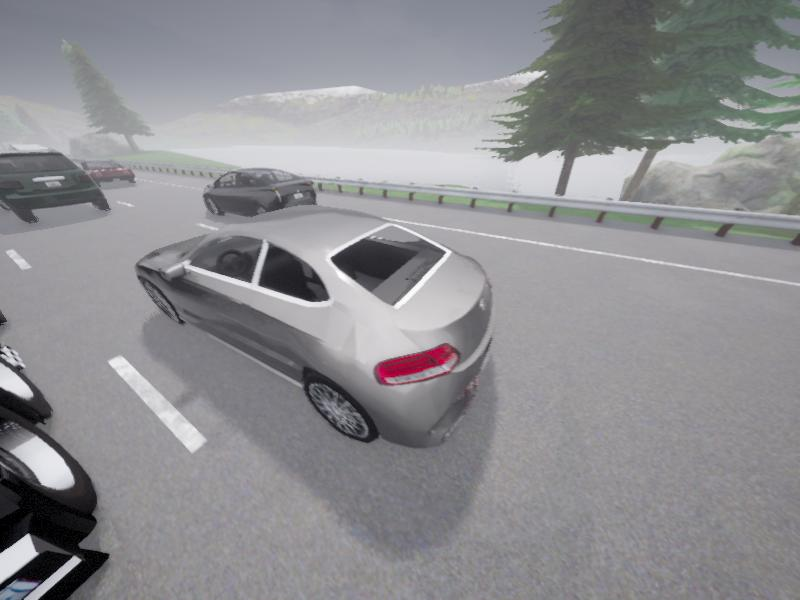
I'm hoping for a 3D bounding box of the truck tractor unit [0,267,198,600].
[{"bbox_3d":[-5.118,-0.294,0.772,6.516,4.208,3.053,18,39,24],"label":"truck tractor unit"}]

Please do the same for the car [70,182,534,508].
[{"bbox_3d":[-1.356,-0.333,3.071,5.027,1.651,2.152,18,39,24],"label":"car"}]

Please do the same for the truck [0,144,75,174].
[{"bbox_3d":[-33.459,-13.055,21.223,6.274,2.098,2.390,18,39,24],"label":"truck"}]

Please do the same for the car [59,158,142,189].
[{"bbox_3d":[-19.137,-8.161,14.764,4.718,1.301,1.895,18,39,24],"label":"car"}]

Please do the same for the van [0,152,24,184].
[{"bbox_3d":[-28.653,-9.201,15.695,4.480,2.038,2.069,18,39,24],"label":"van"}]

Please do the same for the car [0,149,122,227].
[{"bbox_3d":[-13.740,-4.456,8.732,5.566,2.045,2.150,17,38,24],"label":"car"}]

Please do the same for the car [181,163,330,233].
[{"bbox_3d":[-4.996,-3.749,8.095,4.514,1.525,2.007,18,39,24],"label":"car"}]
